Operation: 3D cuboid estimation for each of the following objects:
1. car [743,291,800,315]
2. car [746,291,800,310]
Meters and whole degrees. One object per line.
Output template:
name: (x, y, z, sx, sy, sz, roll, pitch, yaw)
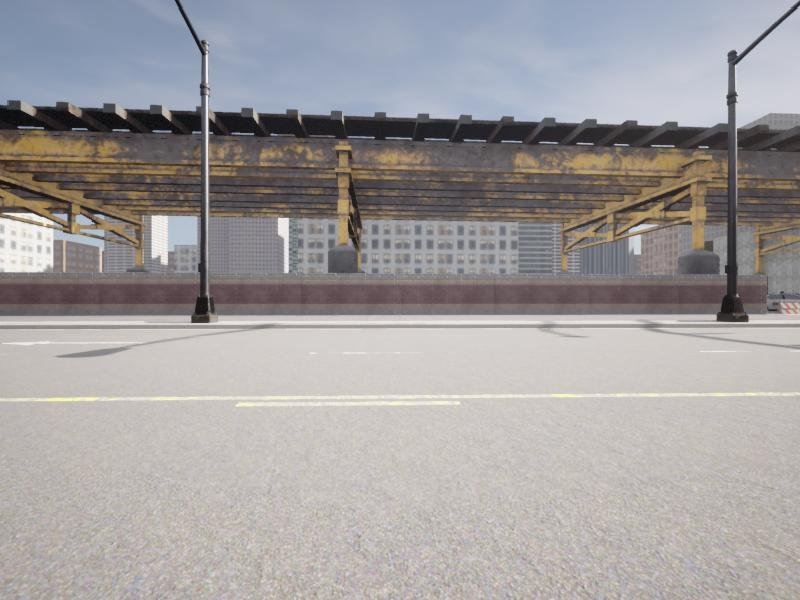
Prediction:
car: (27.003, 0.196, 27.666, 4.974, 1.542, 2.038, 0, 0, 42)
car: (26.964, 0.038, 27.700, 4.536, 1.218, 1.853, 0, 0, 42)
